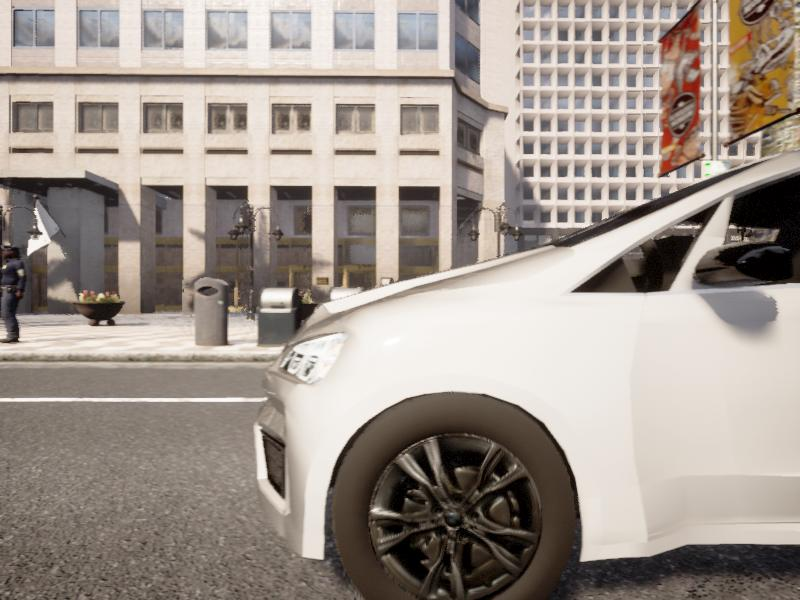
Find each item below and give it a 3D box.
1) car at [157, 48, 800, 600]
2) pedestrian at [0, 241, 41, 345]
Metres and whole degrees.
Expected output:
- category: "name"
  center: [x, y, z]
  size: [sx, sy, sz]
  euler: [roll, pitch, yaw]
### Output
- category: "car"
  center: [1.651, 0.160, 2.201]
  size: [4.611, 1.667, 2.242]
  euler: [0, 0, 0]
- category: "pedestrian"
  center: [-7.355, -0.128, 7.552]
  size: [0.751, 1.860, 0.751]
  euler: [0, 0, 39]
